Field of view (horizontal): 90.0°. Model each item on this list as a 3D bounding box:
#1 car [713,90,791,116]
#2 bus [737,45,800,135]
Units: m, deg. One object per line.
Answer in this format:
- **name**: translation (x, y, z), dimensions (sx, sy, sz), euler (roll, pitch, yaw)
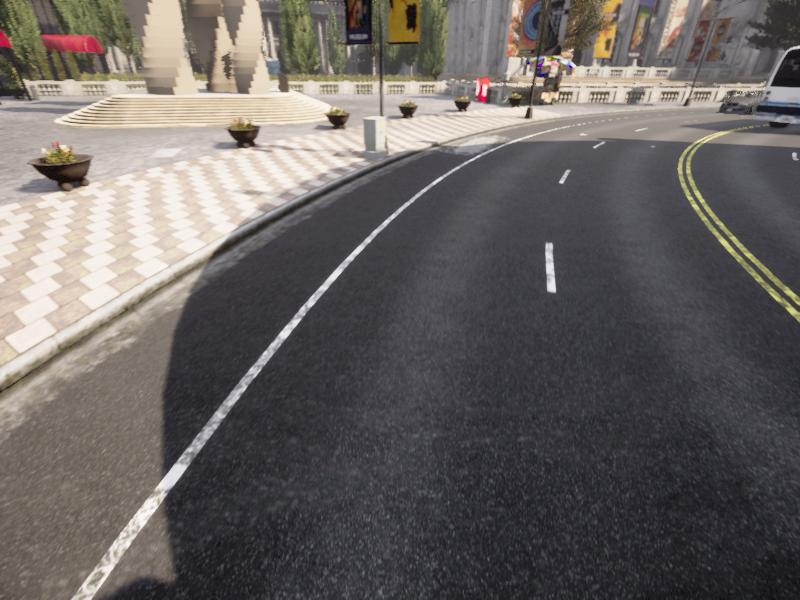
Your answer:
- **car**: translation (28.178, -15.846, 32.081), dimensions (4.611, 1.667, 2.242), euler (-10, 32, -18)
- **bus**: translation (25.887, -12.659, 24.017), dimensions (10.273, 4.253, 3.944), euler (-16, 34, -26)
